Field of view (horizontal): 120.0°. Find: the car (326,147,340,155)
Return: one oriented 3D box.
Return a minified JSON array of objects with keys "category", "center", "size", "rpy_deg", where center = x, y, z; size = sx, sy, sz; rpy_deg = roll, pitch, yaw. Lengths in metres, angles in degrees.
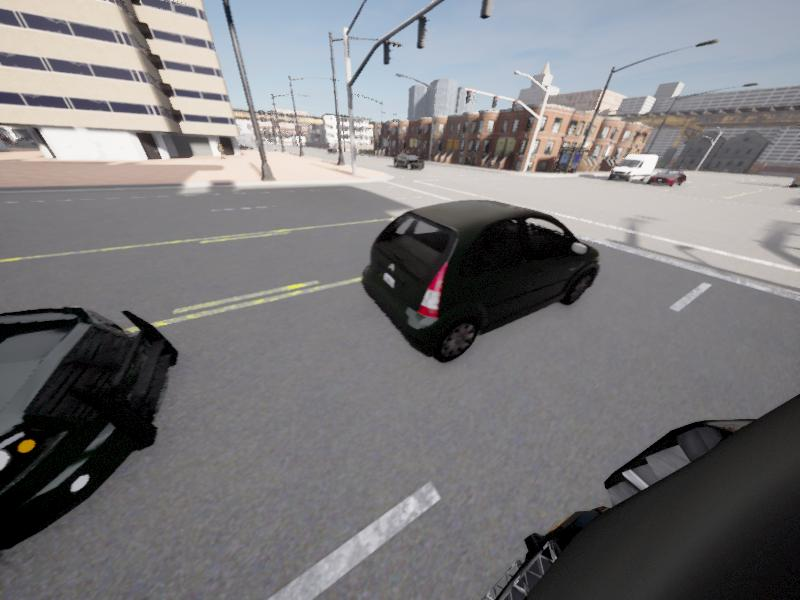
[{"category":"car","center":[-17.543,-38.889,60.137],"size":[2.128,1.511,4.902],"rpy_deg":[-16,38,-26]}]

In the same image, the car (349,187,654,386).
[{"category":"car","center":[1.503,-0.677,3.628],"size":[3.988,1.617,1.851],"rpy_deg":[-16,38,-26]}]

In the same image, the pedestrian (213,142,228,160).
[{"category":"pedestrian","center":[-22.437,-18.706,28.951],"size":[0.751,1.860,0.751],"rpy_deg":[-6,34,-13]}]

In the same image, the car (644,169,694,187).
[{"category":"car","center":[27.057,-12.313,23.252],"size":[4.181,1.385,1.994],"rpy_deg":[-16,38,-26]}]

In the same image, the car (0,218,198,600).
[{"category":"car","center":[-4.227,0.999,0.756],"size":[4.974,1.542,2.038],"rpy_deg":[-16,38,-26]}]

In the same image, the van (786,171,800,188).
[{"category":"van","center":[49.962,-14.825,27.716],"size":[6.366,2.431,2.351],"rpy_deg":[-16,38,-26]}]

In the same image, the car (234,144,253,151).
[{"category":"car","center":[-40.765,-39.766,60.138],"size":[3.806,1.475,1.970],"rpy_deg":[-18,39,-27]}]

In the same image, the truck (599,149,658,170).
[{"category":"truck","center":[52.258,-32.514,53.358],"size":[2.891,3.827,8.468],"rpy_deg":[-16,38,-26]}]

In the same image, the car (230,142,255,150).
[{"category":"car","center":[-42.671,-41.549,62.475],"size":[5.238,1.638,1.930],"rpy_deg":[-18,39,-27]}]

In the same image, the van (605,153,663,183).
[{"category":"van","center":[26.083,-14.748,25.803],"size":[5.915,2.561,1.988],"rpy_deg":[-16,38,-26]}]

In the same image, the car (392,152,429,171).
[{"category":"car","center":[1.131,-16.717,27.822],"size":[1.930,1.638,5.238],"rpy_deg":[-16,38,-26]}]
